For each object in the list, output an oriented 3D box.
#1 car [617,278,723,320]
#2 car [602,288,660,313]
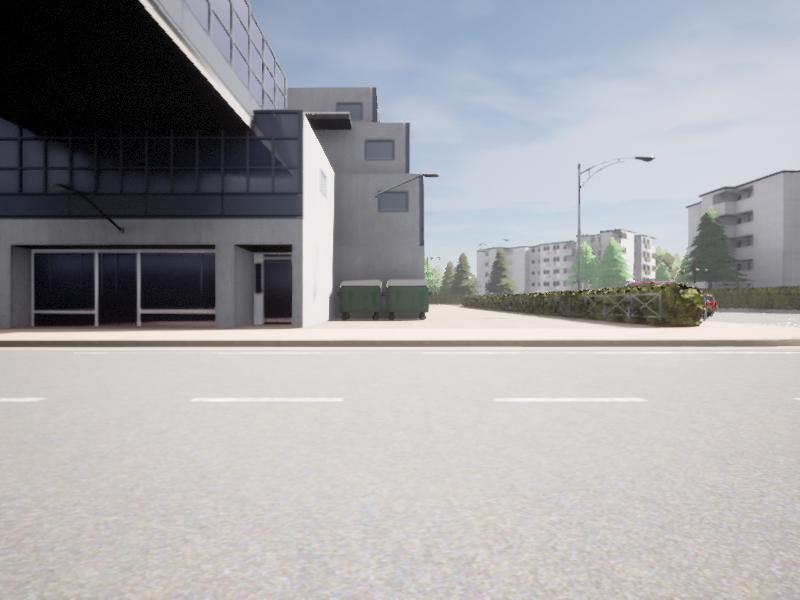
[{"bbox_3d":[14.714,-0.052,22.333,2.150,2.045,5.566,0,0,0],"label":"car"},{"bbox_3d":[18.240,0.029,31.869,1.932,1.855,4.605,0,0,0],"label":"car"}]
